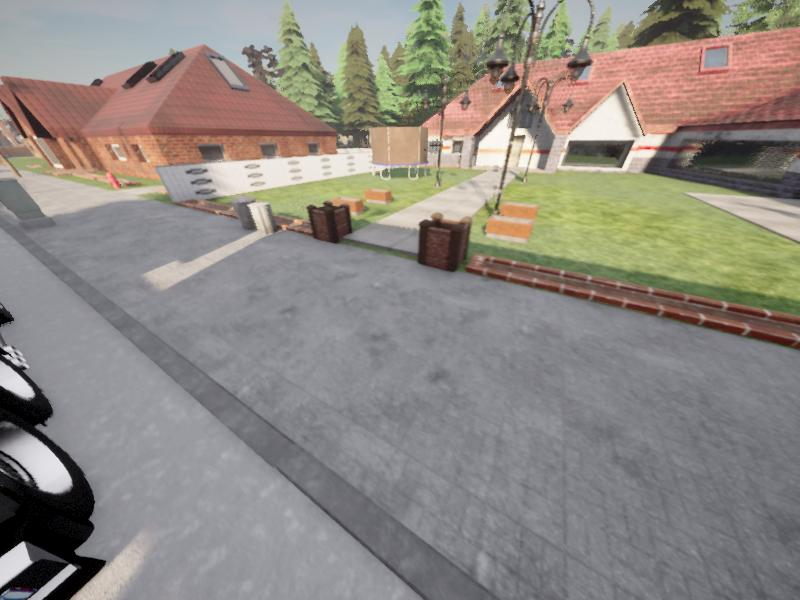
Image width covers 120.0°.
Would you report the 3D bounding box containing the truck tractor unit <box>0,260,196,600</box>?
[{"bbox_3d":[-5.103,-0.307,0.796,6.516,4.208,3.053,19,39,25],"label":"truck tractor unit"}]
